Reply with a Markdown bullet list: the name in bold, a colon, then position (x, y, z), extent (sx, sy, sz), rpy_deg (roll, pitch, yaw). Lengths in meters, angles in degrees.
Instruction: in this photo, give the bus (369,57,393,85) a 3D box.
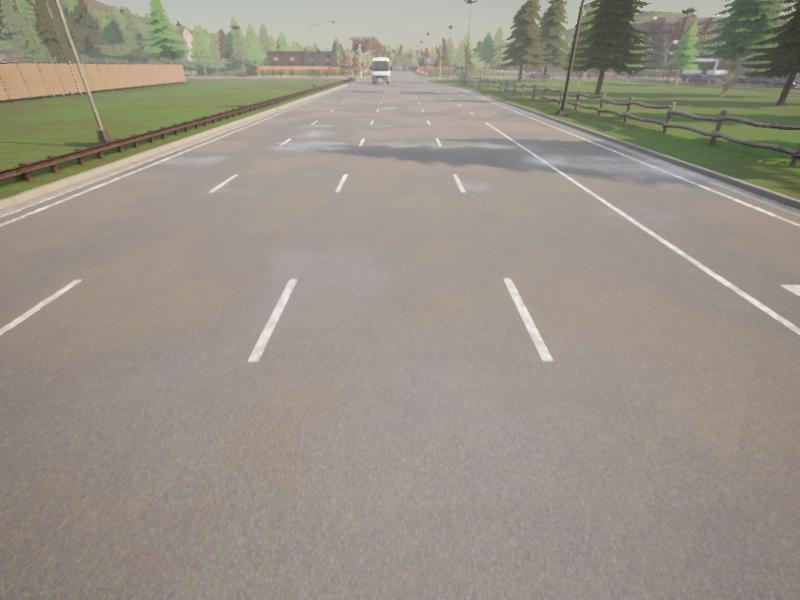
- **bus**: position (-3.332, -42.533, 74.346), extent (3.944, 4.253, 10.273), rpy_deg (0, 30, 0)
